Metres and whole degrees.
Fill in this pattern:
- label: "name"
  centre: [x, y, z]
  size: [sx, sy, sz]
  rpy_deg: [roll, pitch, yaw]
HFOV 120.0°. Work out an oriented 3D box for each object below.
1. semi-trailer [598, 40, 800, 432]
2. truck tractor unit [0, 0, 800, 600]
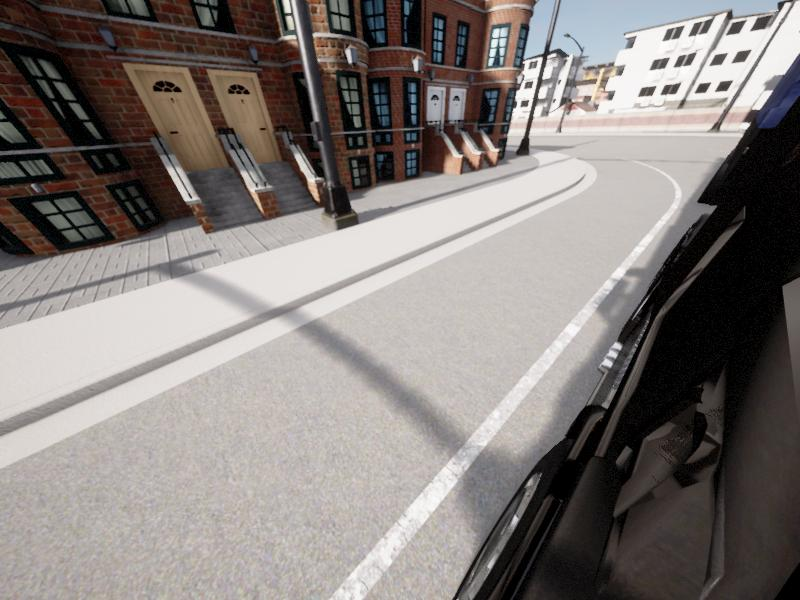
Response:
- label: "semi-trailer"
  centre: [8.694, -3.619, 4.215]
  size: [14.254, 4.402, 2.717]
  rpy_deg: [-28, 44, -30]
- label: "truck tractor unit"
  centre: [2.645, -0.295, 0.351]
  size: [6.516, 4.208, 3.053]
  rpy_deg: [-28, 44, -30]
